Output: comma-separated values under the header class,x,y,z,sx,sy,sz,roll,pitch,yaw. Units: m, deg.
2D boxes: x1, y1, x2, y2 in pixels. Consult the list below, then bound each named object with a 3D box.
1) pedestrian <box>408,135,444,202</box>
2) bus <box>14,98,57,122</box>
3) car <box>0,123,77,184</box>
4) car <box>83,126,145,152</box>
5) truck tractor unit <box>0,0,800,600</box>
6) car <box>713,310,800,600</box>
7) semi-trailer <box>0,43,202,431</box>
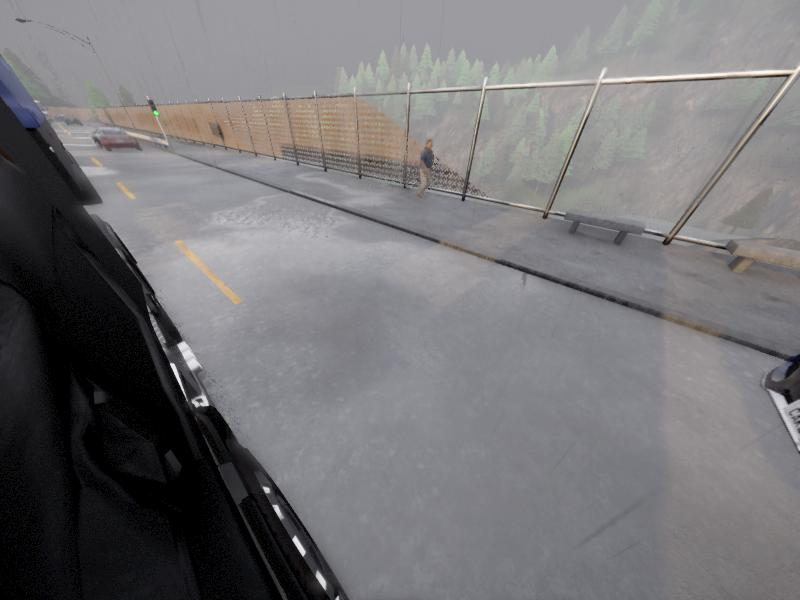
class,x,y,z,sx,sy,sz,roll,pitch,yaw
pedestrian,0.870,-4.509,7.955,0.751,1.860,0.751,28,44,30
bus,-90.830,-47.426,57.830,10.273,4.253,3.944,28,44,30
car,-16.095,-6.406,9.853,5.238,1.638,1.930,28,44,30
car,-21.745,-12.274,17.554,4.181,1.385,1.994,26,43,28
truck tractor unit,-2.645,-0.295,0.351,6.516,4.208,3.053,28,44,30
car,4.972,1.702,0.319,5.027,1.651,2.152,28,44,30
semi-trailer,-8.698,-3.606,4.227,14.254,4.402,2.717,28,44,30
